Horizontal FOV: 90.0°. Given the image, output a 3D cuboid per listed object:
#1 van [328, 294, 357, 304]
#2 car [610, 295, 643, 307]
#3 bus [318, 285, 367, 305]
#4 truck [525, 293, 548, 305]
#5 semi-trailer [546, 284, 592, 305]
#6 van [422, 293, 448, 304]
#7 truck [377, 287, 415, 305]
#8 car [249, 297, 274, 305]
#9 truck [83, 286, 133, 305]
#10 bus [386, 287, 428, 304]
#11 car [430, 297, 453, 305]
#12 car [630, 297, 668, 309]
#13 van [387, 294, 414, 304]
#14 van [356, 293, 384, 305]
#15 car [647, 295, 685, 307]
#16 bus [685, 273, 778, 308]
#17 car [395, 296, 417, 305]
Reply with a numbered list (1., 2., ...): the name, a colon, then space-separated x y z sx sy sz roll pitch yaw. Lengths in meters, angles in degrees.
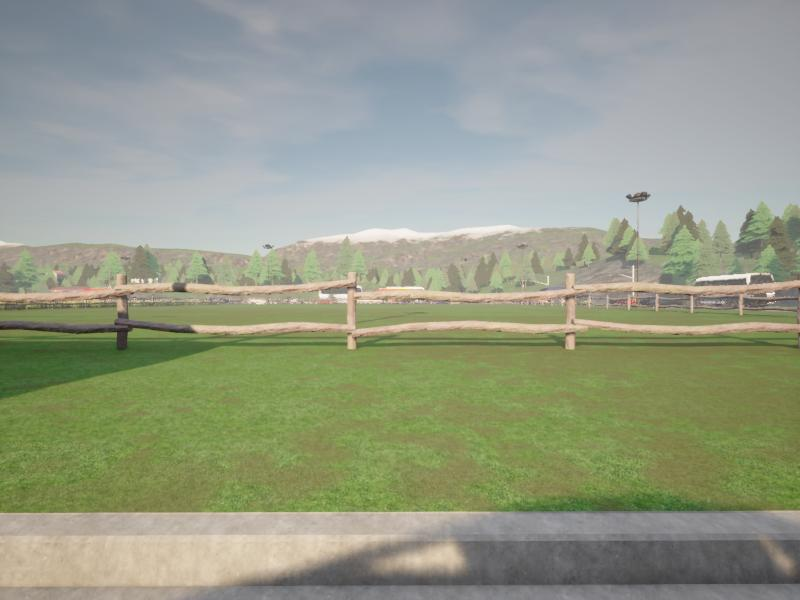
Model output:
1. van: -13.197 -0.222 91.895 6.366 2.431 2.351 0 0 -1
2. car: 33.349 0.157 59.064 2.242 1.667 4.611 0 0 0
3. bus: -12.581 -1.134 88.525 10.273 4.253 3.944 0 0 -1
4. truck: 28.934 -0.245 84.791 2.627 2.467 5.204 0 0 -6
5. semi-trailer: 38.456 -1.219 91.871 2.717 4.402 14.254 0 0 -8
6. van: 8.074 -0.278 92.113 5.915 2.561 1.988 0 0 0
7. truck: -0.890 -0.921 88.518 8.468 3.827 2.891 0 0 -1
8. car: -29.300 0.156 84.735 4.611 1.667 2.242 0 0 -1
9. truck: -61.500 -0.925 84.402 8.468 3.827 2.891 0 0 -1
10. bus: 1.668 -1.134 99.170 10.273 4.253 3.944 0 0 -1
11. car: 8.735 0.156 85.122 4.611 1.667 2.242 0 0 -1
12. car: 29.835 0.308 48.053 1.994 1.385 4.181 0 0 0
13. van: 0.214 -0.222 95.533 6.366 2.431 2.351 0 0 -1
14. van: -6.367 -0.277 84.962 5.915 2.561 1.988 0 0 -1
15. car: 36.844 0.155 55.587 2.242 1.667 4.611 0 0 0
16. bus: 43.722 -1.135 53.427 3.944 4.253 10.273 0 0 0
17. car: 1.316 0.052 85.044 4.605 1.855 1.932 0 0 -1
